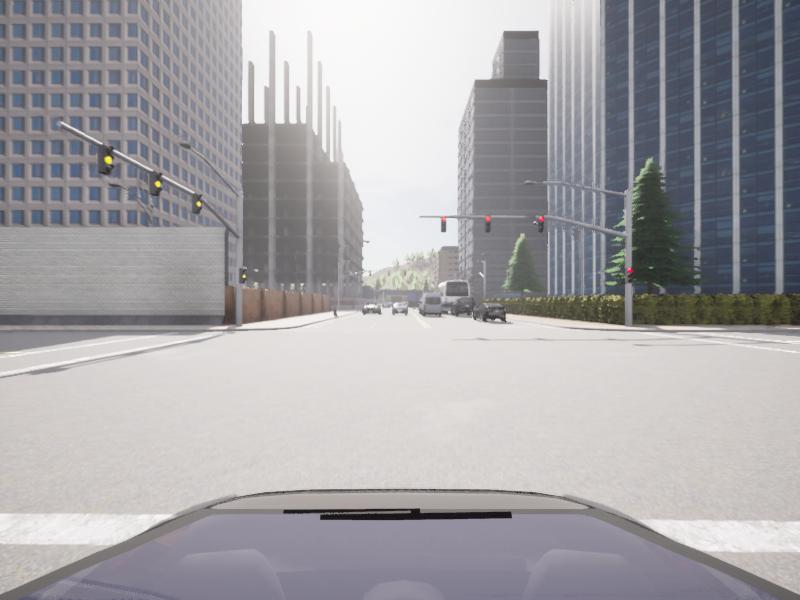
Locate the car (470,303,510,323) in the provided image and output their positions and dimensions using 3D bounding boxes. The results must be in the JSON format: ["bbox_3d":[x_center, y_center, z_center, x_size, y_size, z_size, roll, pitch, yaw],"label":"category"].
[{"bbox_3d":[7.302,0.997,32.878,2.007,1.525,4.514,0,0,-4],"label":"car"}]

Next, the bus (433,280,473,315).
[{"bbox_3d":[6.876,-0.262,53.887,3.944,4.253,10.273,0,0,0],"label":"bus"}]

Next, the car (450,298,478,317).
[{"bbox_3d":[6.999,0.793,44.200,2.150,2.045,5.566,0,0,0],"label":"car"}]

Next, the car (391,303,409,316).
[{"bbox_3d":[-0.005,1.075,47.398,2.128,1.511,4.902,0,0,0],"label":"car"}]

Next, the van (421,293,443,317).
[{"bbox_3d":[3.505,0.551,45.109,1.988,2.561,5.915,0,0,0],"label":"van"}]

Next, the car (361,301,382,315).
[{"bbox_3d":[-3.503,1.007,49.890,2.242,1.667,4.611,0,0,0],"label":"car"}]
